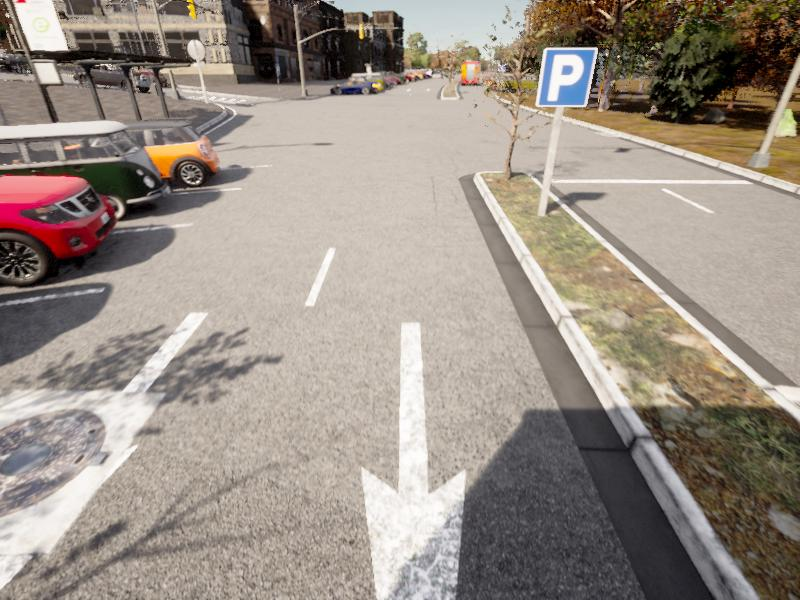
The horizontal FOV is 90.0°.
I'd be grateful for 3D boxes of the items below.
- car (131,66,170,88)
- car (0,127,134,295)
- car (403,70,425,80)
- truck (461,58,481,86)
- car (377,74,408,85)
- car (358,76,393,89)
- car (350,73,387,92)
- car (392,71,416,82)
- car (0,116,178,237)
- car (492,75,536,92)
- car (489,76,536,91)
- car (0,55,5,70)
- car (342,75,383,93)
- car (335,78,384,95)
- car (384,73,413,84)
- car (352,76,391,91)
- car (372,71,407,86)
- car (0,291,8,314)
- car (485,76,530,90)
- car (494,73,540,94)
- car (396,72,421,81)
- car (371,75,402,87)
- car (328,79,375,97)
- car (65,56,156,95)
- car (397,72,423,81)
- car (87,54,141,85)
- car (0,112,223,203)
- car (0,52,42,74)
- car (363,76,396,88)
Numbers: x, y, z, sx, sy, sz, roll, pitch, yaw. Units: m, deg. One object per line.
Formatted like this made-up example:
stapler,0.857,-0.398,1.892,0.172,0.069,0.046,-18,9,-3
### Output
car,-22.115,-19.820,35.608,2.002,1.452,4.674,-5,30,-19
car,-7.869,-1.265,6.179,5.566,2.045,2.435,-11,31,-16
car,3.143,-50.730,90.178,4.442,1.987,1.878,-5,30,-7
truck,11.721,-37.668,65.993,2.891,3.827,8.468,4,31,8
car,-1.304,-38.497,69.786,5.008,1.535,2.097,-7,30,-9
car,-3.450,-30.895,56.905,4.674,1.452,2.002,-7,31,-11
car,-4.086,-28.109,51.627,4.442,1.987,1.878,-8,31,-11
car,0.771,-44.630,79.990,4.553,1.767,2.185,-6,31,-8
car,-7.736,-2.775,8.813,4.442,1.987,1.878,-11,31,-16
car,13.802,-26.291,48.608,4.553,1.767,2.185,-6,31,-12
car,14.355,-27.698,51.249,5.366,1.575,1.946,-6,31,-11
car,-37.093,-21.288,34.907,1.878,1.987,4.442,-4,29,-19
car,-4.569,-26.484,49.058,4.553,1.767,2.185,-8,31,-11
car,-4.679,-24.889,46.573,5.366,1.575,1.946,-8,31,-12
car,-0.305,-41.510,74.922,5.008,1.535,2.097,-6,31,-9
car,-3.840,-29.414,54.304,4.892,1.521,2.231,-8,31,-11
car,-1.743,-37.208,67.091,5.566,2.045,2.435,-7,30,-9
car,-7.960,0.266,3.557,5.566,2.045,2.435,-11,32,-16
car,14.354,-29.145,53.706,5.366,1.575,1.946,-6,31,-11
car,13.401,-24.876,45.998,4.442,1.987,1.878,-7,31,-12
car,1.859,-47.529,85.177,5.008,1.535,2.097,-6,30,-7
car,-2.211,-35.437,64.648,4.674,1.452,2.002,-7,31,-10
car,-5.341,-23.340,44.016,4.792,1.488,2.163,-8,31,-12
car,-20.050,-15.650,27.917,4.605,1.855,1.932,5,29,-2
car,2.263,-49.007,87.696,5.366,1.575,1.946,-6,31,-7
car,-25.109,-20.343,35.391,2.435,2.045,5.566,-5,30,-19
car,-7.743,-4.189,11.435,4.553,1.767,2.185,-10,32,-16
car,-34.148,-20.881,35.195,2.231,1.521,4.892,-5,30,-19
car,-3.061,-32.412,59.493,4.674,1.452,2.002,-7,30,-10
